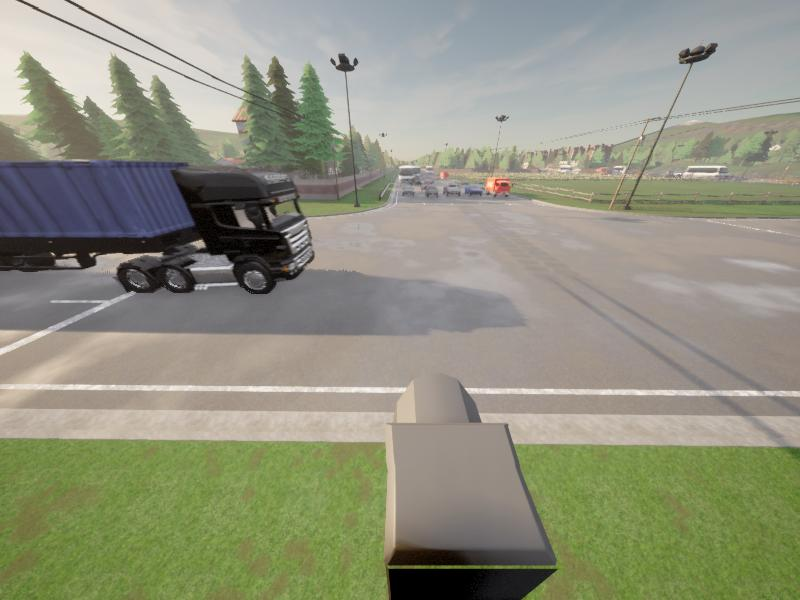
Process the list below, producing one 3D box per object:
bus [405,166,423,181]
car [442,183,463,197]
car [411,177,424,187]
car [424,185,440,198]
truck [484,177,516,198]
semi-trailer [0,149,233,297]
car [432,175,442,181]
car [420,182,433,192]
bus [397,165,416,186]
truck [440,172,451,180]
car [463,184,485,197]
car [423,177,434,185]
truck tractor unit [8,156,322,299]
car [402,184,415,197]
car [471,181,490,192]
[{"bbox_3d":[4.714,-43.851,79.713,3.944,4.253,10.273,-3,30,-8],"label":"bus"},{"bbox_3d":[8.315,-17.780,37.179,2.152,1.651,5.027,0,30,0],"label":"car"},{"bbox_3d":[3.872,-27.183,53.188,1.905,1.878,3.866,-7,31,-11],"label":"car"},{"bbox_3d":[4.804,-16.481,34.999,1.789,1.549,3.705,0,30,0],"label":"car"},{"bbox_3d":[15.310,-17.512,35.860,2.627,2.467,5.204,0,30,0],"label":"truck"},{"bbox_3d":[-14.806,-2.784,8.412,14.254,4.402,2.717,1,30,1],"label":"semi-trailer"},{"bbox_3d":[11.998,-39.780,75.235,2.242,1.667,4.611,0,30,0],"label":"car"},{"bbox_3d":[4.983,-21.298,43.526,1.994,1.385,4.181,1,30,1],"label":"car"},{"bbox_3d":[1.506,-31.341,58.060,3.944,4.253,10.273,-2,30,-2],"label":"bus"},{"bbox_3d":[15.517,-42.852,79.766,2.627,2.467,5.204,0,30,0],"label":"truck"},{"bbox_3d":[11.815,-17.729,37.175,1.882,1.535,5.008,0,30,0],"label":"car"},{"bbox_3d":[7.524,-31.181,60.344,2.242,1.667,4.611,6,30,10],"label":"car"},{"bbox_3d":[-6.896,-2.626,8.333,6.516,4.208,3.053,0,30,1],"label":"truck tractor unit"},{"bbox_3d":[1.315,-17.497,36.868,1.812,1.442,4.674,0,30,0],"label":"car"},{"bbox_3d":[15.350,-21.771,44.188,2.007,1.525,4.514,0,30,0],"label":"car"}]
